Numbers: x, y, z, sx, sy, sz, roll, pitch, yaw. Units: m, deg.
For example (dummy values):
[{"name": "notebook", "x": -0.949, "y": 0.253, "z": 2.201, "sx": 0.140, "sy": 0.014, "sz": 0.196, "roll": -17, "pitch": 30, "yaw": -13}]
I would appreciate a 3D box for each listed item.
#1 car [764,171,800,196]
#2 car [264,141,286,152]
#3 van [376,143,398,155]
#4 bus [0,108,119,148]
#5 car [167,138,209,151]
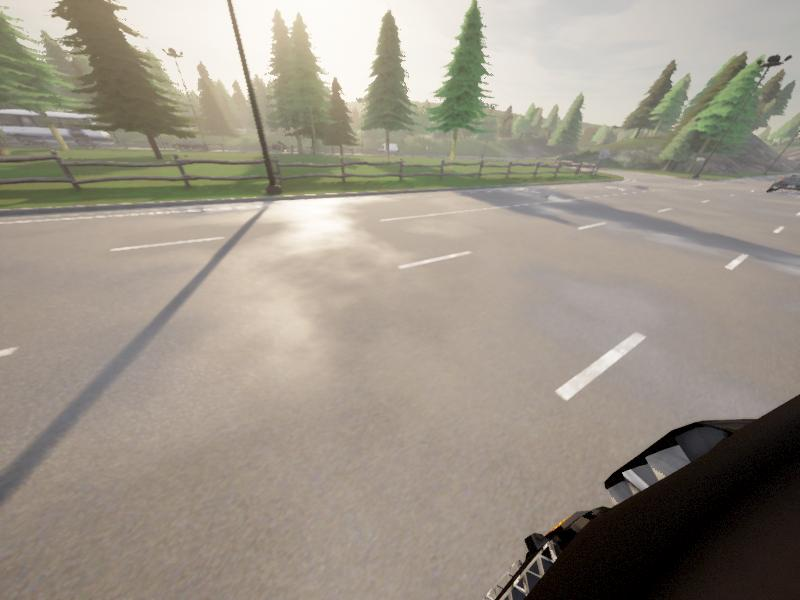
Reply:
[{"name": "car", "x": 35.619, "y": -10.474, "z": 20.737, "sx": 5.027, "sy": 1.651, "sz": 2.152, "roll": -16, "pitch": 38, "yaw": -26}, {"name": "car", "x": -27.473, "y": -33.806, "z": 50.890, "sx": 3.866, "sy": 1.878, "sz": 1.905, "roll": -16, "pitch": 38, "yaw": -26}, {"name": "van", "x": -3.787, "y": -42.616, "z": 65.184, "sx": 5.915, "sy": 2.561, "sz": 1.988, "roll": -5, "pitch": 34, "yaw": -11}, {"name": "bus", "x": -51.560, "y": -25.600, "z": 34.727, "sx": 10.273, "sy": 4.253, "sz": 3.944, "roll": -16, "pitch": 38, "yaw": -26}, {"name": "car", "x": -38.244, "y": -28.157, "z": 41.894, "sx": 5.027, "sy": 1.651, "sz": 2.152, "roll": -13, "pitch": 37, "yaw": -22}]
